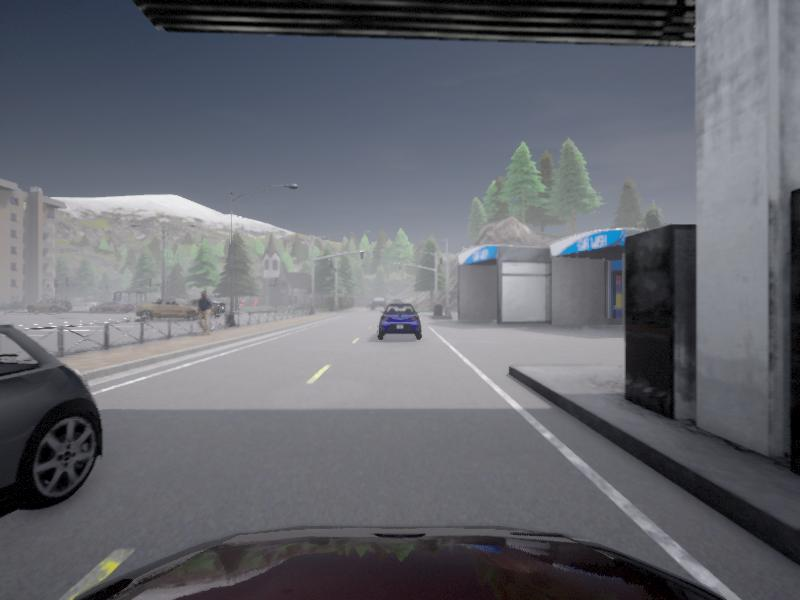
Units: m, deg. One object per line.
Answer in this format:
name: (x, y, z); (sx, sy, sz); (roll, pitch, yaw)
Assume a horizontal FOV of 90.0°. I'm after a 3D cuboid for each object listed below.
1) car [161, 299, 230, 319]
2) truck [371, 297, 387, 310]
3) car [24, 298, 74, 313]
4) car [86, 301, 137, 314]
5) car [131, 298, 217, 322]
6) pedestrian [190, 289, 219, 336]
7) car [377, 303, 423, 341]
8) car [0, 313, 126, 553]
car: (-16.508, 0.718, 32.435); (4.514, 1.523, 2.007); (0, 0, -1)
truck: (-3.534, 0.613, 67.488); (2.390, 2.098, 6.274); (0, 0, -1)
car: (-43.562, 0.705, 49.715); (4.605, 1.855, 1.932); (0, 0, -1)
car: (-35.897, 0.904, 49.835); (4.792, 1.488, 2.163); (0, 0, -1)
car: (-16.437, 0.705, 29.298); (5.027, 1.636, 2.152); (0, 0, -1)
pedestrian: (-7.916, 0.502, 16.221); (0.751, 1.860, 0.751); (0, 0, 12)
car: (-0.001, 0.873, 17.891); (1.816, 1.474, 4.193); (0, 0, 0)
car: (-3.501, 0.855, 1.773); (1.970, 1.475, 3.806); (0, 0, 0)
